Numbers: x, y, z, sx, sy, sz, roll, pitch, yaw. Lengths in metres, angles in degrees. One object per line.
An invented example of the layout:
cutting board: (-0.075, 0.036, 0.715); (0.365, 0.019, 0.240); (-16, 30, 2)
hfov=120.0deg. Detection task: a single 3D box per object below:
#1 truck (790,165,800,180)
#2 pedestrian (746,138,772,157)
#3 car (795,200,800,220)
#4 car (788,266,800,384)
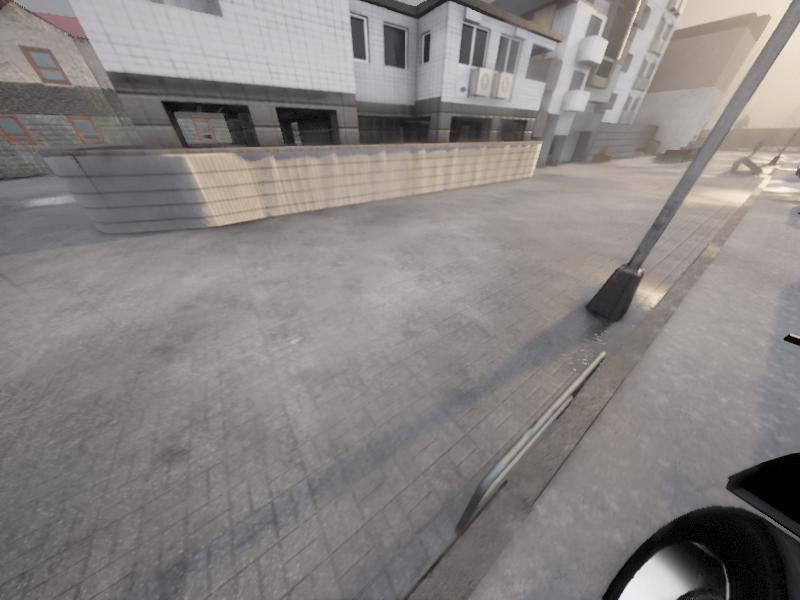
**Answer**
truck: (26.761, -8.602, 13.769); (5.204, 2.467, 2.627); (-21, 40, -28)
pedestrian: (41.628, -17.683, 26.828); (0.751, 1.860, 0.751); (-18, 39, -23)
car: (15.209, -3.421, 7.454); (4.181, 1.385, 1.994); (-22, 41, -28)
car: (6.855, 0.031, 2.688); (4.718, 1.301, 1.895); (-22, 41, -28)
